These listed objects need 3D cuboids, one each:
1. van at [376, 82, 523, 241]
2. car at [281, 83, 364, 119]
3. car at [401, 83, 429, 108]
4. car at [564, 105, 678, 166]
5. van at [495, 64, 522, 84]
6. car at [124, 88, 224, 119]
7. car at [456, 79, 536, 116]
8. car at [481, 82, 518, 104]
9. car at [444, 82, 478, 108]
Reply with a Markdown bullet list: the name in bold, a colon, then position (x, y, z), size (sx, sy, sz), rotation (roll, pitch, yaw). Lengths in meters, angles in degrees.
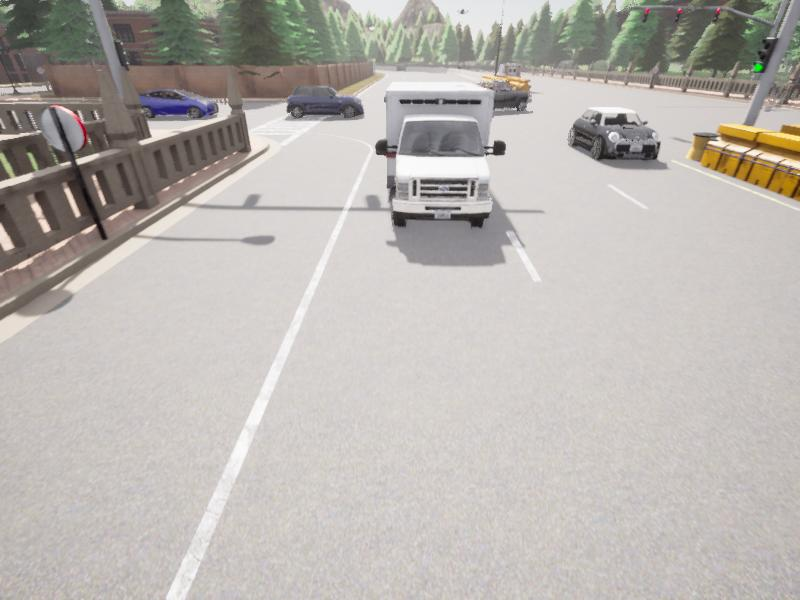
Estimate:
- **van**: position (0.852, -3.808, 9.769), size (2.351, 2.431, 6.366), rotation (1, 31, 1)
- **car**: position (-4.467, -11.952, 23.962), size (4.553, 1.767, 2.097), rotation (-2, 31, -4)
- **car**: position (1.123, -15.560, 30.391), size (1.994, 1.385, 4.181), rotation (1, 31, 1)
- **car**: position (7.664, -6.036, 14.411), size (1.970, 1.475, 3.806), rotation (1, 31, 1)
- **van**: position (15.974, -33.452, 59.187), size (2.351, 2.431, 6.366), rotation (1, 31, 1)
- **car**: position (-13.318, -11.721, 23.838), size (4.514, 1.525, 2.007), rotation (0, 31, 1)
- **car**: position (6.263, -13.350, 26.217), size (4.605, 1.855, 1.932), rotation (-12, 34, -19)
- **car**: position (8.182, -17.235, 33.184), size (1.994, 1.385, 4.181), rotation (0, 31, 0)
- **car**: position (4.647, -16.066, 31.210), size (2.033, 1.411, 5.357), rotation (1, 31, 1)
